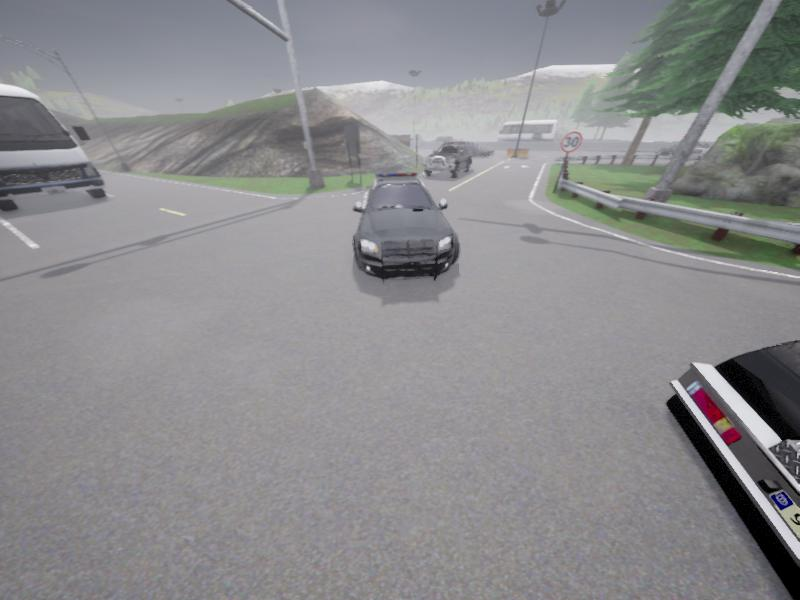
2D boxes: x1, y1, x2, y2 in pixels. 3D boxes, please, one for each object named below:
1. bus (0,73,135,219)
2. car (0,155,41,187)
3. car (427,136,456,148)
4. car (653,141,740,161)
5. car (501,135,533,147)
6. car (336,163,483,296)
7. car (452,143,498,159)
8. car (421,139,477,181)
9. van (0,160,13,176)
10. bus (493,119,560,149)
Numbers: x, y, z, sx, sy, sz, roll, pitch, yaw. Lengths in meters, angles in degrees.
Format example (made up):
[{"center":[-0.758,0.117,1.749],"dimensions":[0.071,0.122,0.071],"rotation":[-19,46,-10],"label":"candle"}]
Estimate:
[{"center":[-18.443,-7.136,10.752],"dimensions":[10.273,4.253,3.944],"rotation":[18,40,24],"label":"bus"},{"center":[-26.429,-8.507,15.159],"dimensions":[4.514,1.525,2.007],"rotation":[18,40,24],"label":"car"},{"center":[8.797,-33.928,49.571],"dimensions":[5.566,2.045,2.150],"rotation":[18,40,23],"label":"car"},{"center":[29.920,-15.337,23.642],"dimensions":[4.974,1.542,2.038],"rotation":[18,39,24],"label":"car"},{"center":[24.619,-33.582,48.779],"dimensions":[5.566,2.045,2.150],"rotation":[17,39,24],"label":"car"},{"center":[-0.038,-2.190,5.649],"dimensions":[2.038,1.542,4.974],"rotation":[-3,36,-3],"label":"car"},{"center":[9.179,-18.620,28.736],"dimensions":[2.033,1.411,5.357],"rotation":[-21,40,-26],"label":"car"},{"center":[3.196,-8.973,14.616],"dimensions":[1.932,1.855,4.605],"rotation":[17,40,23],"label":"car"},{"center":[-35.020,-11.457,18.999],"dimensions":[4.480,2.038,2.069],"rotation":[18,40,24],"label":"van"},{"center":[24.280,-32.161,44.912],"dimensions":[10.273,4.253,3.944],"rotation":[18,40,24],"label":"bus"}]
